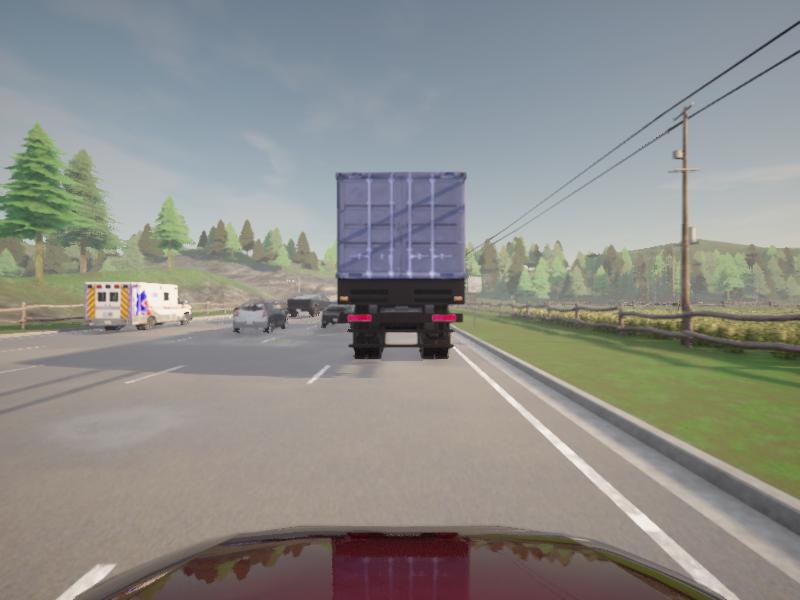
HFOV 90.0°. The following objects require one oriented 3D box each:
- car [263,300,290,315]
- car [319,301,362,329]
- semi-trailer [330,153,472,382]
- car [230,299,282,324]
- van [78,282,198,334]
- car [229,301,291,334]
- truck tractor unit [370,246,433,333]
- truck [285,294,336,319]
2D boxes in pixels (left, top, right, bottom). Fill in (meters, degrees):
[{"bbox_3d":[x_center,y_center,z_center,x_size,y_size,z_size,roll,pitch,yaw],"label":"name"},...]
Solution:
[{"bbox_3d":[-13.780,0.775,44.911,1.851,1.617,3.988,0,0,0],"label":"car"},{"bbox_3d":[-3.396,0.835,23.752,1.837,1.490,4.892,0,-1,0],"label":"car"},{"bbox_3d":[0.059,-0.621,14.817,2.717,4.402,14.254,0,0,0],"label":"semi-trailer"},{"bbox_3d":[-10.366,0.762,29.269,1.930,1.638,5.238,0,0,0],"label":"car"},{"bbox_3d":[-13.902,0.372,21.957,2.351,2.431,6.366,0,0,0],"label":"van"},{"bbox_3d":[-6.914,0.820,20.212,1.845,1.501,3.633,0,0,0],"label":"car"},{"bbox_3d":[0.104,-0.525,22.732,3.053,4.208,6.516,0,0,0],"label":"truck tractor unit"},{"bbox_3d":[-8.112,0.531,37.183,2.390,2.098,6.274,0,0,10],"label":"truck"}]
